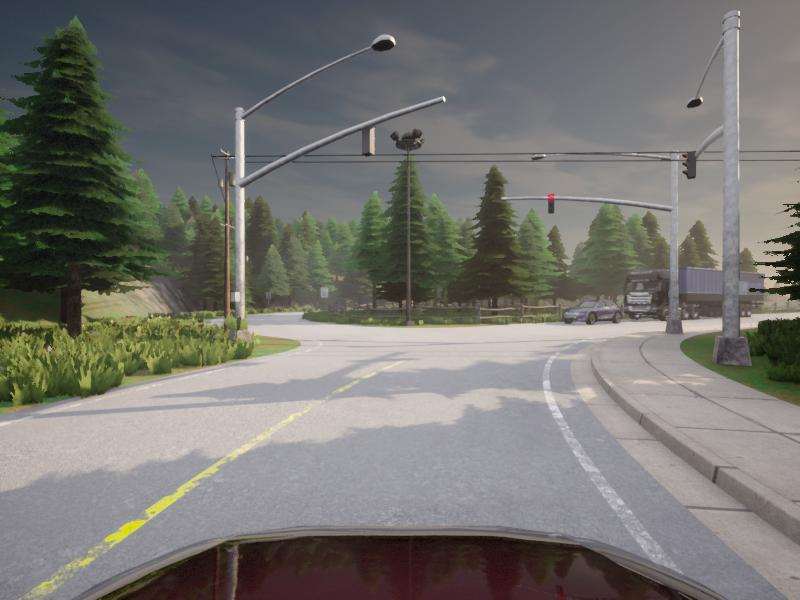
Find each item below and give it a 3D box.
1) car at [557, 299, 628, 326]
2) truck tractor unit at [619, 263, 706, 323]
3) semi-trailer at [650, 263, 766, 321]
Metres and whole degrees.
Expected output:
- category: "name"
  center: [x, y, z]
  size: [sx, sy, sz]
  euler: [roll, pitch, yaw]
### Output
- category: "car"
  center: [13.015, 0.778, 26.981]
  size: [4.856, 1.649, 2.033]
  euler: [0, 0, -31]
- category: "truck tractor unit"
  center: [20.593, -0.499, 31.374]
  size: [6.516, 4.208, 3.053]
  euler: [0, 0, -29]
- category: "semi-trailer"
  center: [27.490, -0.619, 35.267]
  size: [14.254, 4.402, 2.717]
  euler: [0, 0, -29]
